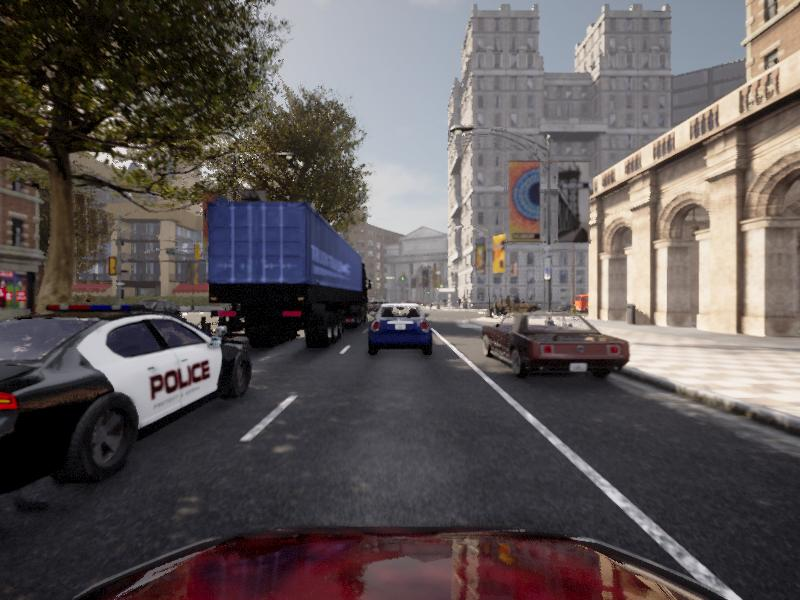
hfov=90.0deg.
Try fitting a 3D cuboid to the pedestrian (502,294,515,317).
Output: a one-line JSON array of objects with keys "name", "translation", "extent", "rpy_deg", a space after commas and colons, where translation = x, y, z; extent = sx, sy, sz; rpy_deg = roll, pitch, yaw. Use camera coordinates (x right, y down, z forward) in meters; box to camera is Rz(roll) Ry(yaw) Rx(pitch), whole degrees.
[{"name": "pedestrian", "translation": [9.050, 0.470, 33.335], "extent": [0.751, 1.860, 0.751], "rpy_deg": [0, 0, -15]}]

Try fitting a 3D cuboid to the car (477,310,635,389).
[{"name": "car", "translation": [3.248, 0.934, 9.505], "extent": [1.895, 1.301, 4.718], "rpy_deg": [0, 0, 0]}]

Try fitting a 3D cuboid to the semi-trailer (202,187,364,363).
[{"name": "semi-trailer", "translation": [-3.584, -0.625, 17.165], "extent": [2.717, 4.402, 14.254], "rpy_deg": [0, 0, 0]}]

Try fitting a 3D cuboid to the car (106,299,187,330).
[{"name": "car", "translation": [-14.957, 0.767, 23.967], "extent": [2.033, 1.649, 4.856], "rpy_deg": [-1, 0, -4]}]

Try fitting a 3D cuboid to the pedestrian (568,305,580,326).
[{"name": "pedestrian", "translation": [9.672, 0.855, 22.251], "extent": [0.500, 1.100, 0.500], "rpy_deg": [0, 0, 12]}]

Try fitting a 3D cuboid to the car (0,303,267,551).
[{"name": "car", "translation": [-3.499, 0.825, 5.027], "extent": [2.038, 1.542, 4.974], "rpy_deg": [0, 0, -1]}]

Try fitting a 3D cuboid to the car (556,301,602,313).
[{"name": "car", "translation": [22.312, 0.822, 50.047], "extent": [4.892, 1.490, 1.837], "rpy_deg": [0, 0, 0]}]

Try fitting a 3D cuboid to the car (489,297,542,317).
[{"name": "car", "translation": [11.300, 0.637, 39.236], "extent": [4.605, 1.855, 1.932], "rpy_deg": [0, -1, -9]}]

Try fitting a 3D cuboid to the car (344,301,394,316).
[{"name": "car", "translation": [-3.247, 0.825, 42.009], "extent": [4.892, 1.490, 1.837], "rpy_deg": [0, -1, -25]}]

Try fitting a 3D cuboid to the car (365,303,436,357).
[{"name": "car", "translation": [0.002, 0.847, 13.005], "extent": [1.970, 1.475, 3.806], "rpy_deg": [0, 0, 0]}]

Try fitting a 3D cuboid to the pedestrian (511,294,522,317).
[{"name": "pedestrian", "translation": [9.635, 0.470, 33.027], "extent": [0.751, 1.860, 0.751], "rpy_deg": [0, 0, 8]}]

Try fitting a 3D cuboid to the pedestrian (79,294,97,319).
[{"name": "pedestrian", "translation": [-22.732, 0.472, 29.184], "extent": [0.751, 1.860, 0.751], "rpy_deg": [0, 0, 1]}]

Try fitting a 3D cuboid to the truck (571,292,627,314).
[{"name": "truck", "translation": [23.017, 0.333, 46.558], "extent": [5.204, 2.467, 2.627], "rpy_deg": [0, 0, -1]}]

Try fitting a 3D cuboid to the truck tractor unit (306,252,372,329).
[{"name": "truck tractor unit", "translation": [-3.542, -0.535, 25.077], "extent": [3.053, 4.208, 6.516], "rpy_deg": [0, 0, 1]}]
